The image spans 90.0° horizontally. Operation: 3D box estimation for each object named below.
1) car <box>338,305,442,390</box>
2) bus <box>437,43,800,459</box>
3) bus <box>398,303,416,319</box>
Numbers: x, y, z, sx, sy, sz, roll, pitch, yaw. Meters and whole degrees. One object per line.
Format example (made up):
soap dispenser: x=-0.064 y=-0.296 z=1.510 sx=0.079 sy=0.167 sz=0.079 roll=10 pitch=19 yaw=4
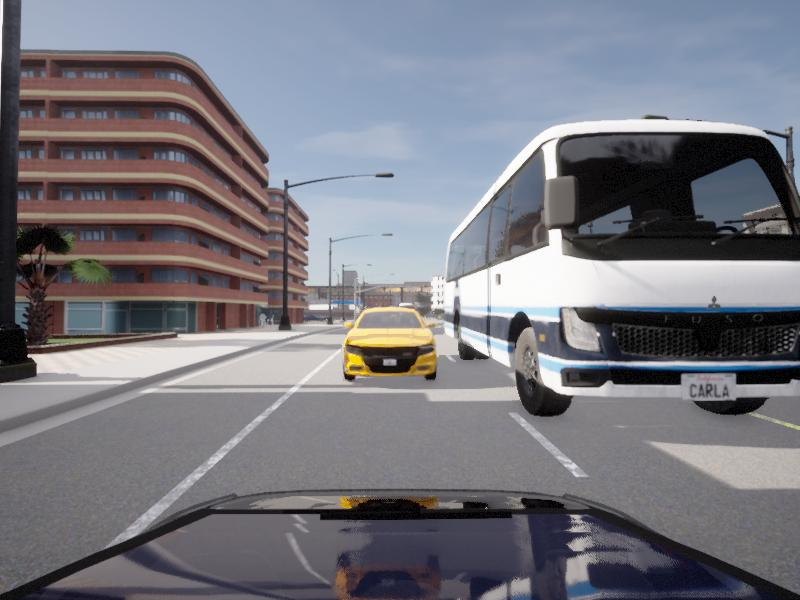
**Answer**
car: x=-0.237 y=0.909 z=9.741 sx=1.882 sy=1.535 sz=5.008 roll=0 pitch=-1 yaw=-1
bus: x=3.395 y=-0.454 z=9.258 sx=3.944 sy=4.253 sz=10.273 roll=0 pitch=-1 yaw=-1
bus: x=1.769 y=2.990 z=109.037 sx=3.944 sy=4.253 sz=10.273 roll=0 pitch=-2 yaw=-4
